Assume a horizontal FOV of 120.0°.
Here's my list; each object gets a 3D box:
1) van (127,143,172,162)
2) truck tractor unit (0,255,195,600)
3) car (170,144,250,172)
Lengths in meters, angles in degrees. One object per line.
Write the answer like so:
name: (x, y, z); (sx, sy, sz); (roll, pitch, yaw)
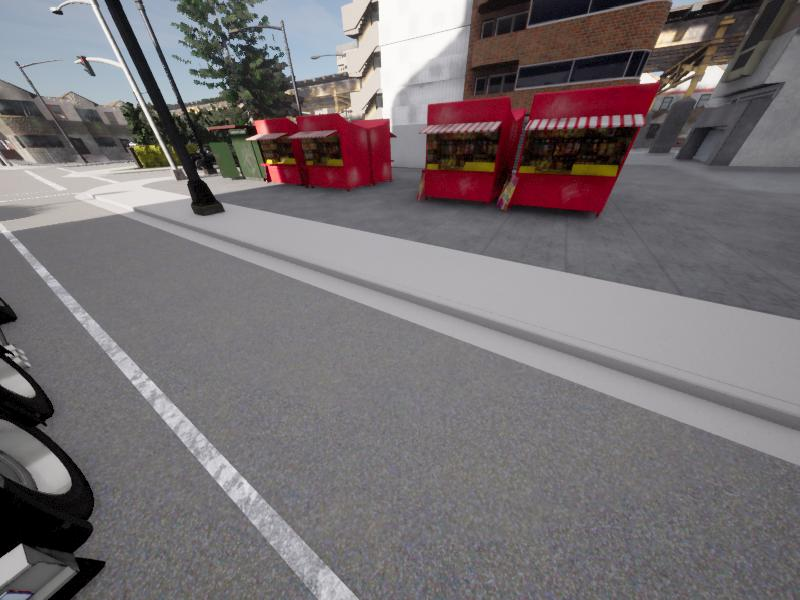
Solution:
van: (-42.075, -25.017, 39.026); (1.988, 2.561, 5.915); (-9, 35, -11)
truck tractor unit: (-5.097, -0.314, 0.801); (6.516, 4.208, 3.053); (19, 39, 25)
car: (-19.123, -14.652, 23.660); (2.150, 2.045, 5.566); (18, 39, 26)
